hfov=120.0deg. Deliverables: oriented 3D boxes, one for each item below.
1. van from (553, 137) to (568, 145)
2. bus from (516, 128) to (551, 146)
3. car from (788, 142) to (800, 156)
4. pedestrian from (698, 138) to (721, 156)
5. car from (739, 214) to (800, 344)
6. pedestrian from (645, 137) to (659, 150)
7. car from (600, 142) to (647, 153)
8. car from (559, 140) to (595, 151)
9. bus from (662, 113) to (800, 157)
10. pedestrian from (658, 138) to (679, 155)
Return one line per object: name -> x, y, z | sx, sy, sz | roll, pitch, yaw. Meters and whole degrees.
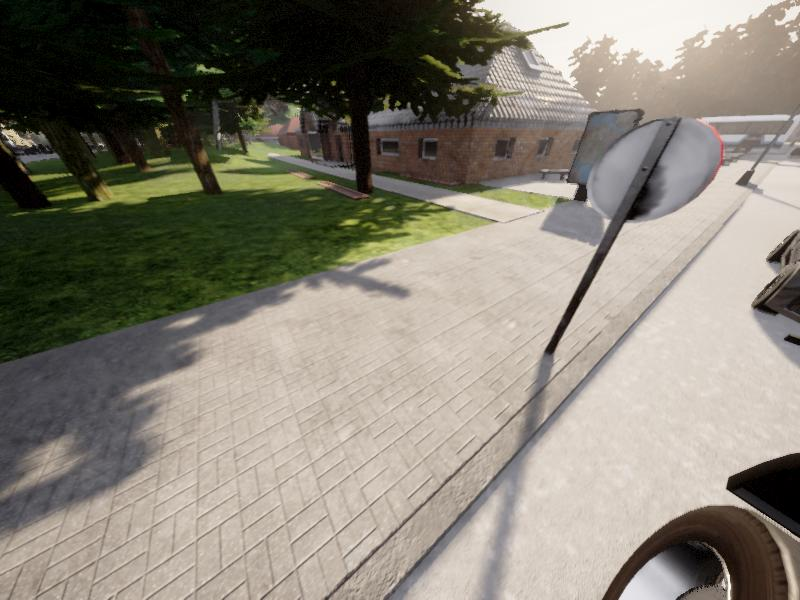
van -> 50.693, -50.239, 72.986 | 4.442, 1.987, 1.775 | -23, 41, -29
bus -> 40.722, -49.863, 70.570 | 10.273, 4.253, 3.944 | -22, 41, -28
car -> 53.087, -19.639, 29.675 | 3.866, 1.878, 1.905 | -15, 38, -19
pedestrian -> 39.785, -19.674, 29.689 | 0.751, 1.860, 0.751 | -1, 35, -1
car -> 7.478, -0.579, 3.219 | 4.611, 1.667, 2.242 | -22, 41, -28
pedestrian -> 44.105, -27.322, 40.443 | 0.751, 1.860, 0.751 | -22, 41, -28
car -> 38.320, -26.412, 39.825 | 2.033, 1.411, 5.357 | -22, 40, -27
car -> 34.105, -29.979, 44.791 | 1.882, 1.535, 5.008 | -22, 41, -28
bus -> 44.008, -22.185, 31.310 | 10.273, 4.253, 3.944 | 29, 45, 35
pedestrian -> 35.106, -20.056, 30.200 | 0.751, 1.860, 0.751 | -1, 35, -1
